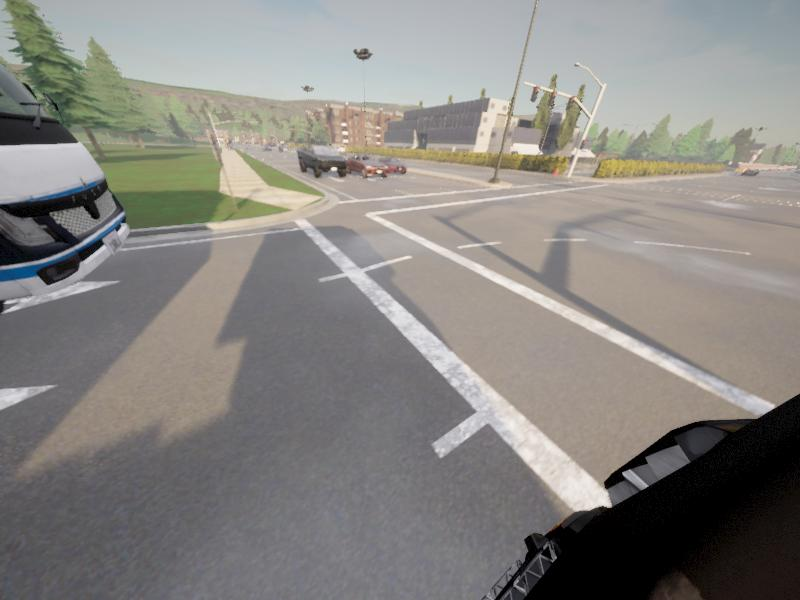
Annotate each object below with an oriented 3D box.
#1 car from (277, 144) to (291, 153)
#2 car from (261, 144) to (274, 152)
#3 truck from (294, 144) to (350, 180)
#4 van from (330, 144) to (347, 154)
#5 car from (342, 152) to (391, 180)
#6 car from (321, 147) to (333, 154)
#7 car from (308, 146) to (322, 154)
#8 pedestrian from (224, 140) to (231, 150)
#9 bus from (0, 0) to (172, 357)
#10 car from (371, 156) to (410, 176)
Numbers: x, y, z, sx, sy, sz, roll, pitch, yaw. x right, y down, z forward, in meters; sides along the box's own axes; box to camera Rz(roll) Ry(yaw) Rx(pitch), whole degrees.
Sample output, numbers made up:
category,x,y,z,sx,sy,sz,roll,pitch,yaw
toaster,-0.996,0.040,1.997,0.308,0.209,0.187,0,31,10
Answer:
category,x,y,z,sx,sy,sz,roll,pitch,yaw
car,-30.451,-39.679,60.528,2.033,1.649,4.856,-18,39,-28
car,-35.044,-40.162,61.023,2.038,1.542,4.974,-18,39,-28
truck,-6.546,-11.499,19.060,2.390,2.098,6.274,-18,39,-28
van,-17.973,-44.198,67.550,2.351,2.431,6.366,-18,38,-28
car,-2.978,-11.687,20.032,2.152,1.651,5.027,-18,39,-28
car,-21.157,-43.038,66.458,1.812,1.442,4.674,-18,39,-28
car,-23.695,-41.771,64.274,2.038,1.542,4.974,-18,38,-28
pedestrian,-40.715,-36.532,54.490,0.751,1.860,0.751,-21,40,-32
bus,-9.020,-0.986,0.976,10.273,4.253,3.944,-18,38,-28
car,-1.033,-13.399,23.000,1.994,1.385,4.181,-18,39,-28
